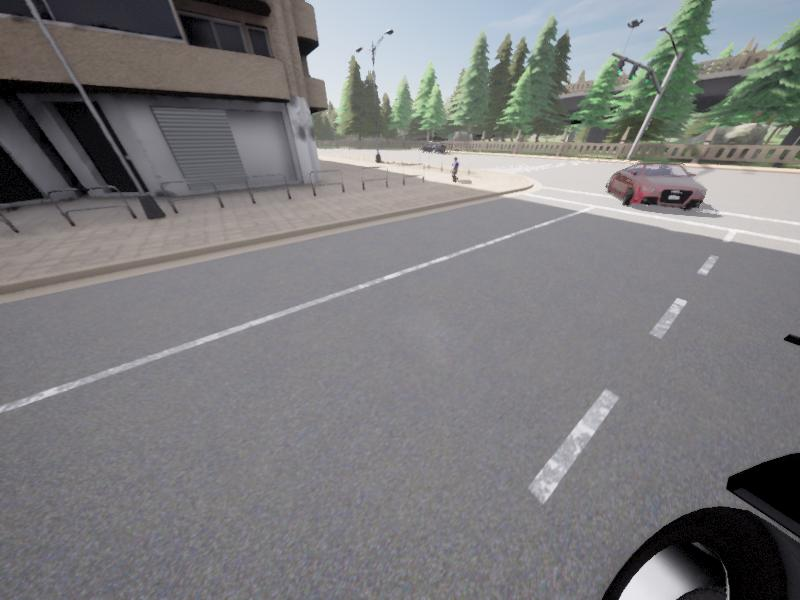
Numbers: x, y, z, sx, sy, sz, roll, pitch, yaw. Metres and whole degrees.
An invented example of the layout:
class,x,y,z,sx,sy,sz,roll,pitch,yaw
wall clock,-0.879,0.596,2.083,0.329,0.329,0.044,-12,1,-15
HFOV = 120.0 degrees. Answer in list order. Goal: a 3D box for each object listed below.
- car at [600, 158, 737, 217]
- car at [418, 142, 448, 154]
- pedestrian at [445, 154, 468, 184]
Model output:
class,x,y,z,sx,sy,sz,roll,pitch,yaw
car,10.185,-4.725,9.331,1.994,1.385,4.181,14,38,19
car,5.272,-24.651,37.426,1.837,1.490,4.892,-24,41,-30
pedestrian,3.068,-7.139,12.578,0.751,1.300,0.751,-14,37,-18
